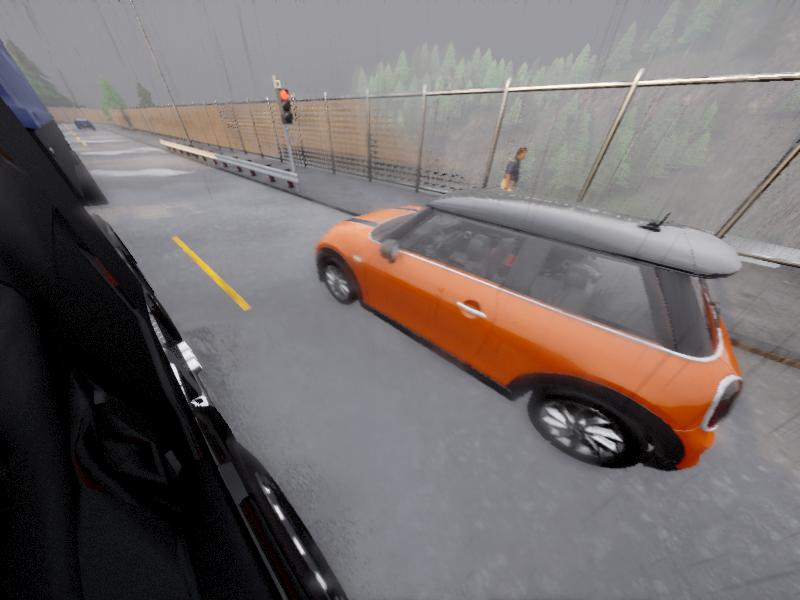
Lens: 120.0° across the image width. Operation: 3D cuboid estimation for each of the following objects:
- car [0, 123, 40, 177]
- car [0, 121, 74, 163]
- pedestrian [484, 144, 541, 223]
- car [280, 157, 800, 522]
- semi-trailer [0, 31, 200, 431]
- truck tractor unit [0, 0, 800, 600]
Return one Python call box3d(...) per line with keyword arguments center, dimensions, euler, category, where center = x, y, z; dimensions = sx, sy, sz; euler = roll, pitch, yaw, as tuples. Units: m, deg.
box3d(center=(-17.600, -5.400, 8.302), dimensions=(2.097, 1.767, 4.553), euler=(22, 41, 24), category="car")
box3d(center=(-21.154, -9.242, 13.377), dimensions=(5.238, 1.638, 1.930), euler=(28, 44, 30), category="car")
box3d(center=(3.120, -3.284, 6.547), dimensions=(0.751, 1.860, 0.751), euler=(28, 43, 30), category="pedestrian")
box3d(center=(0.859, -0.516, 2.933), dimensions=(4.553, 1.767, 2.097), euler=(29, 44, 31), category="car")
box3d(center=(-8.645, -3.630, 4.294), dimensions=(14.254, 4.402, 2.717), euler=(29, 44, 30), category="semi-trailer")
box3d(center=(-2.645, -0.295, 0.351), dimensions=(6.516, 4.208, 3.053), euler=(28, 44, 30), category="truck tractor unit")
